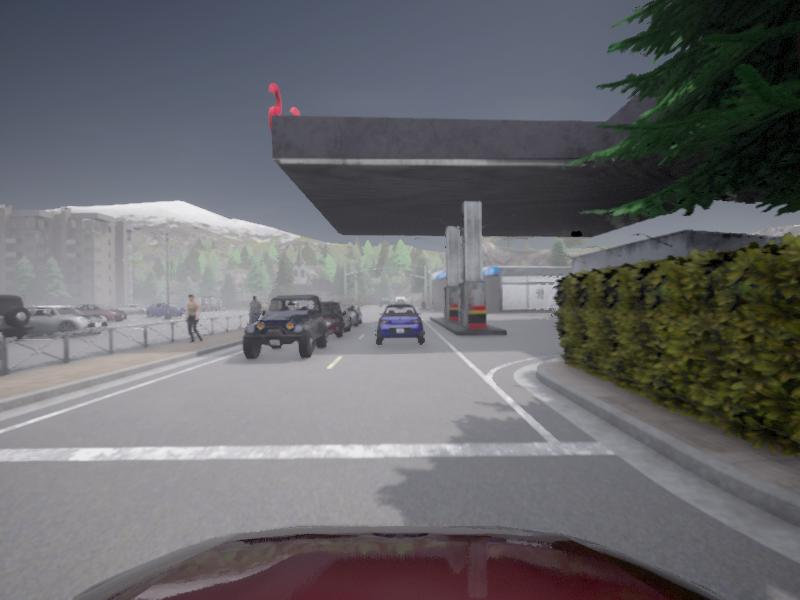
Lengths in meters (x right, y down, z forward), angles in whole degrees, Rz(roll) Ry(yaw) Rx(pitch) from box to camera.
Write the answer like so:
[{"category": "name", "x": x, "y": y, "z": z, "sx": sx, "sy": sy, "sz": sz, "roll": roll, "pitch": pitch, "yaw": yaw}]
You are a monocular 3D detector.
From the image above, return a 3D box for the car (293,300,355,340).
[{"category": "car", "x": -3.479, "y": 0.862, "z": 19.331, "sx": 2.033, "sy": 1.649, "sz": 4.856, "roll": -1, "pitch": 0, "yaw": 0}]

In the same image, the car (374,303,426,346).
[{"category": "car", "x": 0.012, "y": 0.885, "z": 16.225, "sx": 1.816, "sy": 1.474, "sz": 4.193, "roll": -1, "pitch": 0, "yaw": 0}]

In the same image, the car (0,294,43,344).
[{"category": "car", "x": -16.767, "y": 0.737, "z": 15.623, "sx": 3.866, "sy": 1.878, "sz": 1.905, "roll": -1, "pitch": 0, "yaw": 0}]

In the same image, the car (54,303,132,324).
[{"category": "car", "x": -23.977, "y": 1.051, "z": 31.341, "sx": 4.514, "sy": 1.523, "sz": 2.007, "roll": -1, "pitch": 0, "yaw": 0}]

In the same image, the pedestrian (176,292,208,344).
[{"category": "pedestrian", "x": -7.614, "y": 0.648, "z": 14.704, "sx": 0.751, "sy": 1.860, "sz": 0.751, "roll": -1, "pitch": 0, "yaw": 0}]

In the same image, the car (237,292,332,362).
[{"category": "car", "x": -3.497, "y": 0.743, "z": 12.878, "sx": 1.905, "sy": 1.878, "sz": 3.866, "roll": -1, "pitch": 0, "yaw": 0}]

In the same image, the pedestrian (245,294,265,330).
[{"category": "pedestrian", "x": -7.660, "y": 0.637, "z": 21.152, "sx": 0.751, "sy": 1.860, "sz": 0.751, "roll": -1, "pitch": 0, "yaw": 0}]

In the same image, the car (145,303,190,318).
[{"category": "car", "x": -23.971, "y": 1.054, "z": 41.333, "sx": 3.633, "sy": 1.501, "sz": 1.845, "roll": -1, "pitch": 0, "yaw": 0}]

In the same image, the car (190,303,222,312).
[{"category": "car", "x": -35.751, "y": 1.383, "z": 73.788, "sx": 4.792, "sy": 1.488, "sz": 2.163, "roll": -1, "pitch": 0, "yaw": -1}]

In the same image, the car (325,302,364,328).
[{"category": "car", "x": -3.465, "y": 0.926, "z": 25.654, "sx": 1.970, "sy": 1.475, "sz": 3.806, "roll": -1, "pitch": 0, "yaw": 0}]

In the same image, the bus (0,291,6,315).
[{"category": "bus", "x": -75.989, "y": 0.681, "z": 69.862, "sx": 10.273, "sy": 4.253, "sz": 3.944, "roll": -1, "pitch": 0, "yaw": -1}]

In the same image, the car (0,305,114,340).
[{"category": "car", "x": -16.164, "y": 1.005, "z": 18.950, "sx": 3.806, "sy": 1.475, "sz": 1.970, "roll": -1, "pitch": 0, "yaw": 0}]
